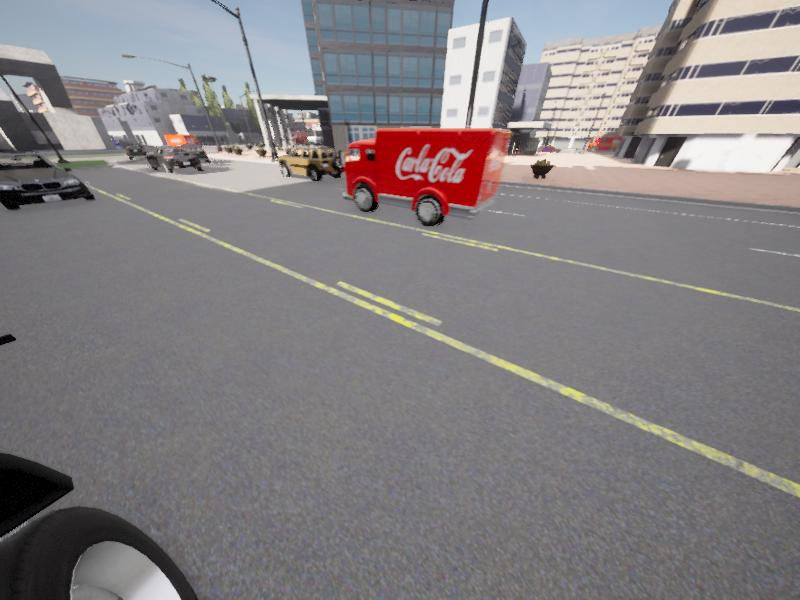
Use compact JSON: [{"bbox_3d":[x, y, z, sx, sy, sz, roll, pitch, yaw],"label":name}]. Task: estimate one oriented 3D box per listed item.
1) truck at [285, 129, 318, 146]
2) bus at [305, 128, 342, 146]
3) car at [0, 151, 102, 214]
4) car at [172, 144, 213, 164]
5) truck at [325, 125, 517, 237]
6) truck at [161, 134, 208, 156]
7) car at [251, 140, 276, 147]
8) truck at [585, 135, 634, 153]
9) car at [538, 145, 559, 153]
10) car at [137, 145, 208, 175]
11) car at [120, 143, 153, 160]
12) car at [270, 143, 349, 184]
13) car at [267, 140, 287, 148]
[{"bbox_3d":[-28.757,-47.782,68.095,2.891,3.827,8.468,20,40,26],"label":"truck"},{"bbox_3d":[-23.004,-49.537,70.253,3.944,4.253,10.273,20,40,26],"label":"bus"},{"bbox_3d":[-14.886,-4.926,9.329,4.611,1.667,2.242,21,40,26],"label":"car"},{"bbox_3d":[-21.151,-14.897,23.515,3.705,1.549,1.789,25,42,30],"label":"car"},{"bbox_3d":[0.516,-4.218,7.745,5.204,2.467,2.627,21,40,27],"label":"truck"},{"bbox_3d":[-31.058,-22.662,33.654,2.627,2.467,5.204,-9,36,-12],"label":"truck"},{"bbox_3d":[-35.556,-40.864,60.259,1.837,1.490,4.892,26,43,32],"label":"car"},{"bbox_3d":[54.177,-40.751,60.238,8.468,3.827,2.891,20,40,25],"label":"truck"},{"bbox_3d":[37.808,-38.660,59.006,4.193,1.474,1.816,20,40,25],"label":"car"},{"bbox_3d":[-17.346,-10.760,17.623,5.027,1.651,2.152,22,41,27],"label":"car"},{"bbox_3d":[-31.157,-17.729,27.455,1.789,1.549,3.705,-24,42,-29],"label":"car"},{"bbox_3d":[-5.723,-8.790,14.699,4.605,1.855,1.932,21,40,26],"label":"car"},{"bbox_3d":[-31.661,-40.349,59.535,1.851,1.617,3.988,20,40,26],"label":"car"}]
